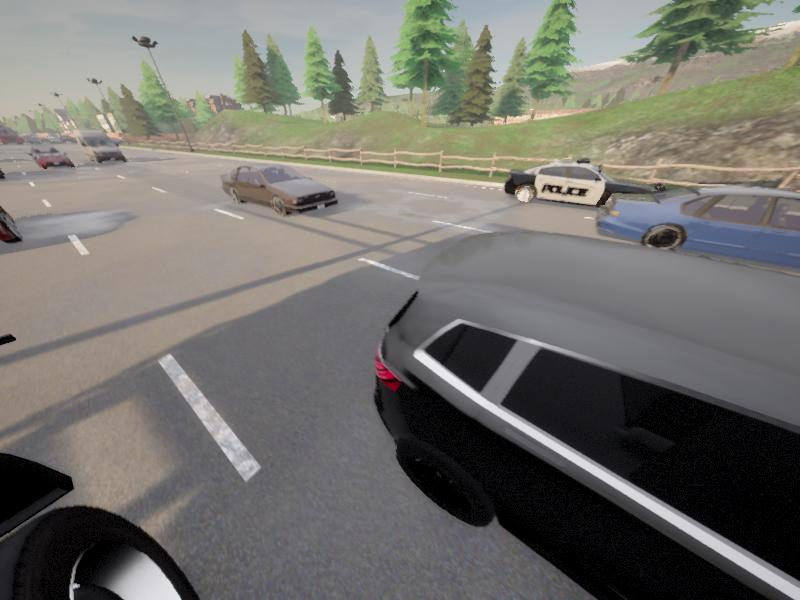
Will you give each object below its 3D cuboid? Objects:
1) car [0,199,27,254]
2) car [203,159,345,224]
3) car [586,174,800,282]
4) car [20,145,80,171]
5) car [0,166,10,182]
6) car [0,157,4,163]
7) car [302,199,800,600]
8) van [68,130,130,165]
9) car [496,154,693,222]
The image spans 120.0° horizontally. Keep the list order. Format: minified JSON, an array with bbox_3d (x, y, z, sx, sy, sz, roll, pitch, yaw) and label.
[{"bbox_3d":[-11.241,-2.024,5.450,4.181,1.385,1.994,22,41,28],"label":"car"},{"bbox_3d":[-4.831,-4.342,8.776,5.357,1.411,2.033,22,41,28],"label":"car"},{"bbox_3d":[7.711,-1.675,5.142,5.357,1.411,2.033,22,41,28],"label":"car"},{"bbox_3d":[-27.124,-11.058,17.911,3.633,1.501,1.845,22,41,28],"label":"car"},{"bbox_3d":[-25.342,-7.900,13.384,5.027,1.651,2.152,22,41,28],"label":"car"},{"bbox_3d":[-39.674,-13.710,21.565,4.792,1.488,2.163,22,41,28],"label":"car"},{"bbox_3d":[2.040,0.822,1.309,4.611,1.667,2.242,22,41,28],"label":"car"},{"bbox_3d":[-28.774,-14.655,22.102,5.915,2.561,1.988,23,41,28],"label":"van"},{"bbox_3d":[6.897,-4.577,9.023,5.238,1.638,1.930,23,41,28],"label":"car"}]
